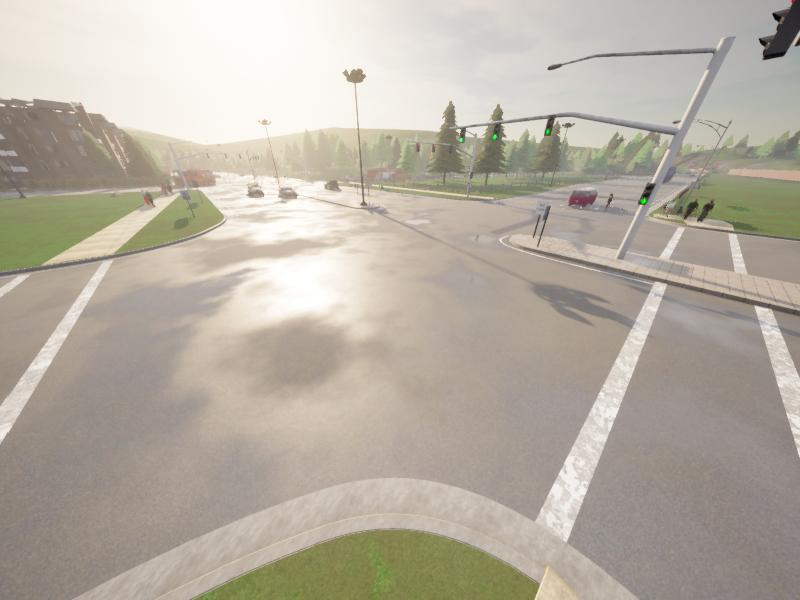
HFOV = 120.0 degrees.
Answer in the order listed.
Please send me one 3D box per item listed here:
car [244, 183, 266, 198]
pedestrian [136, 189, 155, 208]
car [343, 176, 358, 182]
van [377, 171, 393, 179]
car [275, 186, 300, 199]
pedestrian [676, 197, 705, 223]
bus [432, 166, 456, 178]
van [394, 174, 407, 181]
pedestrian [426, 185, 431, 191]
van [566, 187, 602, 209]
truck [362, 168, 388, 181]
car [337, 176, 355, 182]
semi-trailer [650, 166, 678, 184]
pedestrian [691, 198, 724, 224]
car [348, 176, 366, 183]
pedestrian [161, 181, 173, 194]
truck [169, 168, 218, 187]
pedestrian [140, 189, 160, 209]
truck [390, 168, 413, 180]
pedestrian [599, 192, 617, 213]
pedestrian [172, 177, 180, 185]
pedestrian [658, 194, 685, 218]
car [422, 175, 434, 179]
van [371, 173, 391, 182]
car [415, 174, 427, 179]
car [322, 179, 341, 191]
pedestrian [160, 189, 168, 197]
[{"bbox_3d":[-23.246,-17.638,37.045,1.905,1.878,3.866,-22,37,-34],"label":"car"},{"bbox_3d":[-28.533,-11.412,25.918,0.751,1.860,0.751,-19,35,-30],"label":"pedestrian"},{"bbox_3d":[-15.767,-38.518,73.550,3.988,1.617,1.851,-23,37,-34],"label":"car"},{"bbox_3d":[-5.599,-47.815,88.601,5.915,2.561,1.988,-23,37,-34],"label":"van"},{"bbox_3d":[-17.469,-16.734,35.847,1.837,1.490,4.892,-22,37,-34],"label":"car"},{"bbox_3d":[23.742,-7.361,18.902,0.751,1.860,0.751,25,39,37],"label":"pedestrian"},{"bbox_3d":[18.675,-54.080,97.780,10.273,4.253,3.944,-23,37,-34],"label":"bus"},{"bbox_3d":[0.177,-43.124,81.070,4.442,1.987,1.775,-23,37,-34],"label":"van"},{"bbox_3d":[5.323,-20.886,43.087,0.500,1.100,0.500,-20,36,-31],"label":"pedestrian"},{"bbox_3d":[22.034,-12.300,27.683,4.442,1.987,1.775,-23,37,-34],"label":"van"},{"bbox_3d":[-8.348,-42.632,78.374,8.468,3.827,2.891,-23,37,-34],"label":"truck"},{"bbox_3d":[-17.735,-39.893,76.121,5.027,1.651,2.152,-23,37,-34],"label":"car"},{"bbox_3d":[77.610,-36.841,67.756,14.254,4.402,2.717,-23,37,-34],"label":"semi-trailer"},{"bbox_3d":[24.542,-7.123,18.493,0.751,1.860,0.751,20,36,31],"label":"pedestrian"},{"bbox_3d":[-13.266,-37.332,71.380,4.856,1.649,2.033,-23,37,-34],"label":"car"},{"bbox_3d":[-39.745,-19.235,39.467,0.751,1.860,0.751,-20,35,-30],"label":"pedestrian"},{"bbox_3d":[-50.936,-30.530,57.412,2.891,3.827,8.468,6,31,10],"label":"truck"},{"bbox_3d":[-27.507,-11.147,25.460,0.751,1.860,0.751,-20,36,-31],"label":"pedestrian"},{"bbox_3d":[0.670,-46.419,84.933,8.468,3.827,2.891,-23,37,-34],"label":"truck"},{"bbox_3d":[21.537,-10.077,23.910,0.751,1.860,0.751,22,36,33],"label":"pedestrian"},{"bbox_3d":[-55.035,-29.225,56.772,0.751,1.860,0.751,-24,38,-35],"label":"pedestrian"},{"bbox_3d":[24.510,-8.505,20.883,0.751,1.860,0.751,-10,32,-17],"label":"pedestrian"},{"bbox_3d":[10.870,-47.404,88.969,4.892,1.490,1.837,-23,37,-34],"label":"car"},{"bbox_3d":[-6.127,-40.673,76.376,6.366,2.431,2.351,-23,37,-34],"label":"van"},{"bbox_3d":[8.348,-48.661,91.190,4.514,1.525,2.007,-23,37,-34],"label":"car"},{"bbox_3d":[-14.239,-23.961,47.996,1.905,1.878,3.866,-22,37,-34],"label":"car"},{"bbox_3d":[-35.524,-16.083,34.768,0.500,1.100,0.500,-21,36,-32],"label":"pedestrian"}]
